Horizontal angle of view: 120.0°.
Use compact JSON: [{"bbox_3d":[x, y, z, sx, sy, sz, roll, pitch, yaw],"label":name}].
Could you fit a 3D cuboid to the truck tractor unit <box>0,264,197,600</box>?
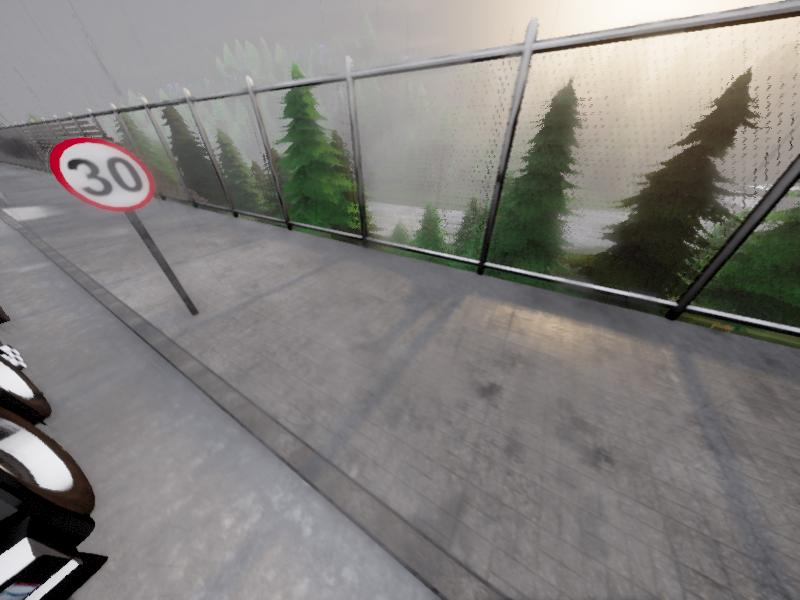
[{"bbox_3d":[-5.110,-0.302,0.779,6.516,4.208,3.053,18,39,24],"label":"truck tractor unit"}]
